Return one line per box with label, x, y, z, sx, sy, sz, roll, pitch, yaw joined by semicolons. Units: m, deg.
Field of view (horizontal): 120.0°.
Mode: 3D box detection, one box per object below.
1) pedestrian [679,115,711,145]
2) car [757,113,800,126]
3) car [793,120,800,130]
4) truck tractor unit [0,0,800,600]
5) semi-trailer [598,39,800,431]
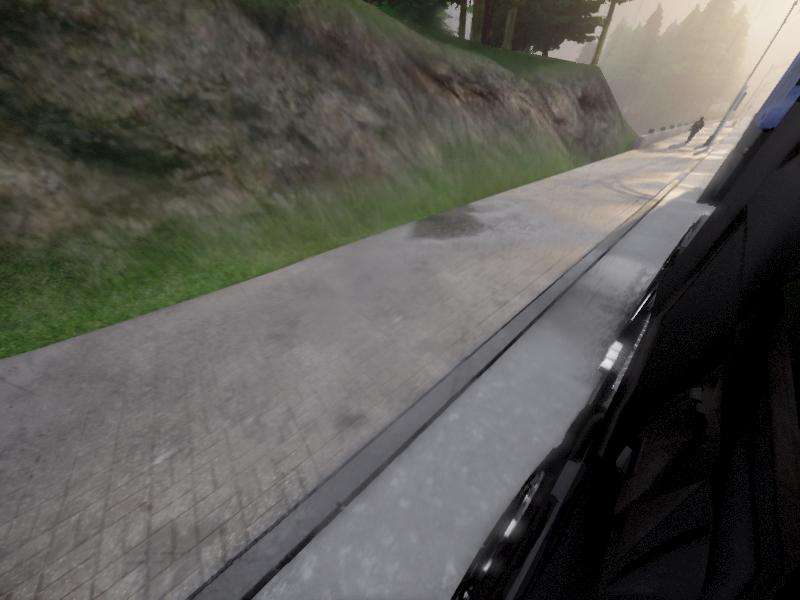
pedestrian;23.772;-13.676;18.622;0.751;1.860;0.751;-26;43;-28
car;62.302;-29.193;37.340;4.974;1.542;2.038;-1;37;2
car;51.847;-22.324;28.967;4.181;1.385;1.994;-28;44;-30
truck tractor unit;2.645;-0.295;0.351;6.516;4.208;3.053;-28;44;-30
semi-trailer;8.691;-3.613;4.232;14.254;4.402;2.717;-28;44;-30
